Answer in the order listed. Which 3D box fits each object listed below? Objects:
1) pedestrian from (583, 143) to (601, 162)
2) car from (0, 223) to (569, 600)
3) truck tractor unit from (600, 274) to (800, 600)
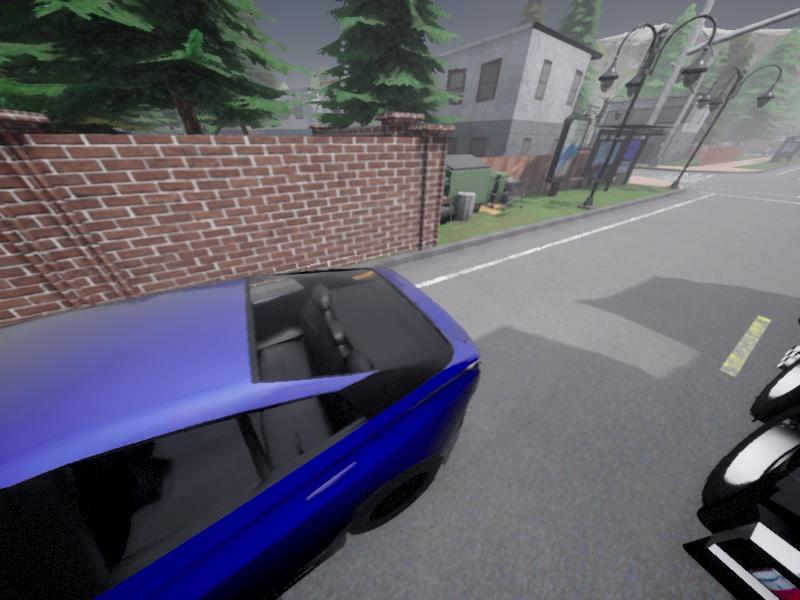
[{"bbox_3d":[22.412,-17.230,26.969,0.751,1.860,0.751,-15,38,-21],"label":"pedestrian"},{"bbox_3d":[-1.644,0.920,1.327,4.514,1.525,2.007,-18,39,-24],"label":"car"},{"bbox_3d":[5.125,-0.288,0.752,6.516,4.208,3.053,-18,39,-23],"label":"truck tractor unit"}]
